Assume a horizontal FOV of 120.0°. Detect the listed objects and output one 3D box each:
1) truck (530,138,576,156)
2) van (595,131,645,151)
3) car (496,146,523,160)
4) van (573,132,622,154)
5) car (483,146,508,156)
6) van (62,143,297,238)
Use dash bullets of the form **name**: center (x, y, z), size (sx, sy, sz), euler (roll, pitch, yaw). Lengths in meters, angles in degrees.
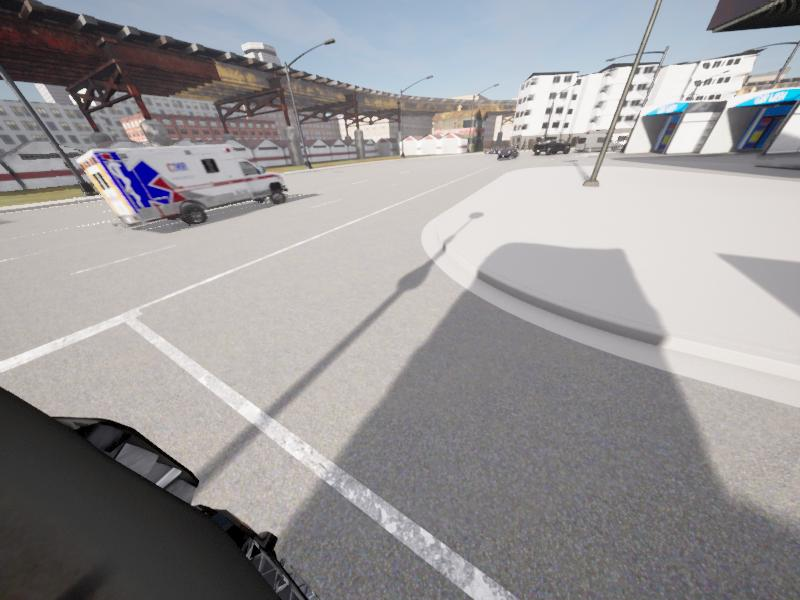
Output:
- **truck**: center (24.143, -24.147, 36.543), size (6.274, 2.098, 2.390), euler (-17, 36, -20)
- **van**: center (38.794, -28.086, 40.948), size (5.915, 2.561, 1.988), euler (-2, 33, 2)
- **car**: center (15.331, -20.506, 32.255), size (3.633, 1.501, 1.845), euler (-29, 42, -34)
- **van**: center (32.254, -25.756, 37.944), size (5.915, 2.561, 1.988), euler (-7, 34, -7)
- **car**: center (18.207, -28.500, 44.116), size (3.806, 1.475, 1.970), euler (-16, 36, -19)
- **van**: center (-8.091, -4.870, 9.706), size (2.351, 2.431, 6.366), euler (11, 37, 29)
